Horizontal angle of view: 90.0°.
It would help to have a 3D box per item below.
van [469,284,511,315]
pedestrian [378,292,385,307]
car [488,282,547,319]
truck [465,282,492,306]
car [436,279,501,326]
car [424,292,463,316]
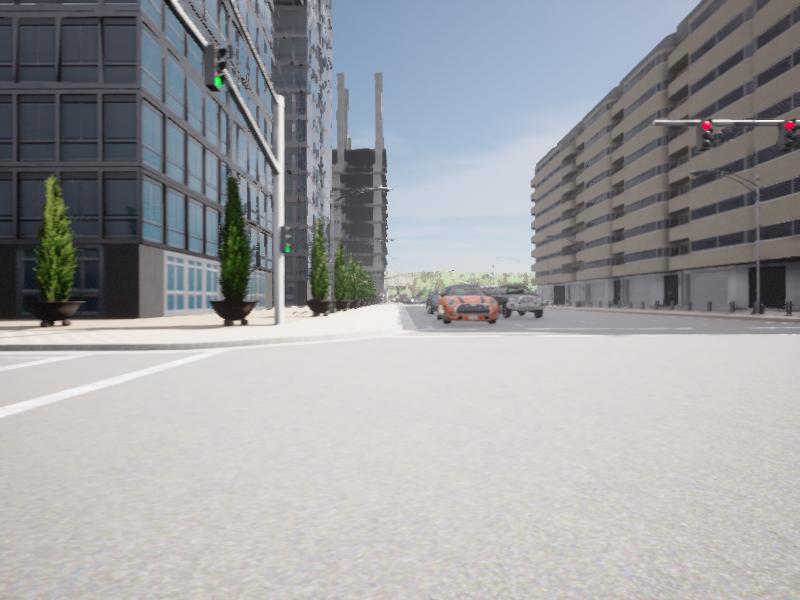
[{"bbox_3d":[6.390,-0.039,29.020,2.069,2.038,4.480,0,0,0],"label":"van"},{"bbox_3d":[-2.310,-0.073,49.659,0.751,1.860,0.751,0,0,5],"label":"pedestrian"},{"bbox_3d":[6.367,0.037,22.231,1.932,1.855,4.605,0,0,0],"label":"car"},{"bbox_3d":[13.456,-0.933,69.125,2.891,3.827,8.468,0,0,0],"label":"truck"},{"bbox_3d":[2.835,0.090,17.535,2.097,1.767,4.553,0,0,1],"label":"car"},{"bbox_3d":[2.887,0.238,27.594,2.128,1.511,4.902,0,0,0],"label":"car"}]
